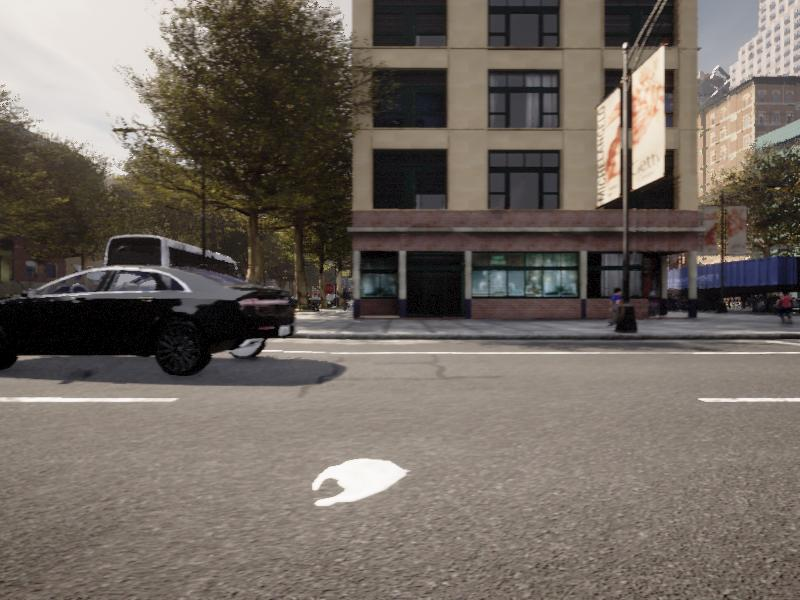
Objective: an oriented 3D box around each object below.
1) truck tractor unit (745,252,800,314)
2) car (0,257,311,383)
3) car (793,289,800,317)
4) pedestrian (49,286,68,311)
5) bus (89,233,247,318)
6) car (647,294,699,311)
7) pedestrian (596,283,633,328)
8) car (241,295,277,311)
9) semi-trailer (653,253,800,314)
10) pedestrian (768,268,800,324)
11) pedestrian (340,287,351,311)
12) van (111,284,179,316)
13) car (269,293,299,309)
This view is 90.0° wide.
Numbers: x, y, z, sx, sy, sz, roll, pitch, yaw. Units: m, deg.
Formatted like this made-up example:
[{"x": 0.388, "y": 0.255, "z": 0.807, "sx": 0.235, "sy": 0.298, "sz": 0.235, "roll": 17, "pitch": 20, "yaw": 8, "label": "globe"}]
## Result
[{"x": 28.615, "y": -1.140, "z": 28.142, "sx": 3.053, "sy": 4.208, "sz": 6.516, "roll": 0, "pitch": 0, "yaw": 1, "label": "truck tractor unit"}, {"x": -4.093, "y": 0.239, "z": 6.151, "sx": 4.902, "sy": 1.511, "sz": 2.128, "roll": 0, "pitch": 0, "yaw": 7, "label": "car"}, {"x": 24.503, "y": 0.166, "z": 21.367, "sx": 2.152, "sy": 1.651, "sz": 5.027, "roll": 0, "pitch": 0, "yaw": 1, "label": "car"}, {"x": -25.018, "y": -0.101, "z": 29.341, "sx": 0.751, "sy": 1.860, "sz": 0.751, "roll": 0, "pitch": 0, "yaw": -1, "label": "pedestrian"}, {"x": -13.548, "y": -1.134, "z": 25.131, "sx": 3.944, "sy": 4.253, "sz": 10.273, "roll": 0, "pitch": -1, "yaw": 0, "label": "bus"}, {"x": 24.502, "y": 0.240, "z": 36.144, "sx": 1.816, "sy": 1.474, "sz": 4.193, "roll": 0, "pitch": 0, "yaw": 0, "label": "car"}, {"x": 6.394, "y": 0.162, "z": 11.938, "sx": 0.751, "sy": 1.300, "sz": 0.751, "roll": 0, "pitch": 0, "yaw": 7, "label": "pedestrian"}, {"x": -13.476, "y": 0.277, "z": 38.495, "sx": 1.812, "sy": 1.442, "sz": 4.674, "roll": 0, "pitch": 0, "yaw": 0, "label": "car"}, {"x": 28.636, "y": -1.233, "z": 36.052, "sx": 2.717, "sy": 4.402, "sz": 14.254, "roll": 0, "pitch": 0, "yaw": 0, "label": "semi-trailer"}, {"x": 13.190, "y": -0.122, "z": 13.665, "sx": 0.751, "sy": 1.860, "sz": 0.751, "roll": 0, "pitch": 0, "yaw": 30, "label": "pedestrian"}, {"x": -4.290, "y": -0.113, "z": 31.517, "sx": 0.751, "sy": 1.860, "sz": 0.751, "roll": 0, "pitch": 0, "yaw": -4, "label": "pedestrian"}, {"x": -16.929, "y": 0.008, "z": 26.834, "sx": 1.775, "sy": 1.987, "sz": 4.442, "roll": 0, "pitch": 0, "yaw": 0, "label": "van"}, {"x": -13.479, "y": 0.102, "z": 46.741, "sx": 2.097, "sy": 1.767, "sz": 4.553, "roll": 0, "pitch": 0, "yaw": 1, "label": "car"}]
